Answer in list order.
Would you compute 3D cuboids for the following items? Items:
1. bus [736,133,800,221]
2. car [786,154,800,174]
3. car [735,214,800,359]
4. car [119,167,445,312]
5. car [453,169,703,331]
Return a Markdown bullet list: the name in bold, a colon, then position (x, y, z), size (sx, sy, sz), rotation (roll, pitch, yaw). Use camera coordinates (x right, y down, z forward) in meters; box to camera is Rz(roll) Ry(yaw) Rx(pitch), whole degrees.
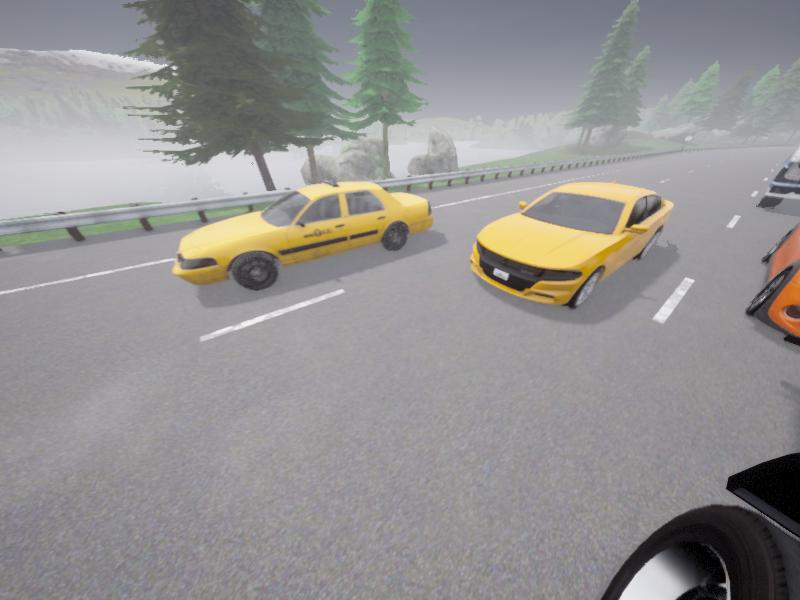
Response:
- **bus**: position (17.356, -5.698, 8.147), size (10.273, 4.253, 3.944), rotation (-22, 41, -28)
- **car**: position (30.465, -10.145, 16.577), size (4.611, 1.667, 2.242), rotation (-22, 41, -28)
- **car**: position (7.046, -0.516, 3.020), size (4.553, 1.767, 2.097), rotation (-22, 41, -28)
- **car**: position (-1.677, -1.777, 5.068), size (5.366, 1.575, 1.801), rotation (-22, 41, -28)
- **car**: position (3.614, -1.469, 4.621), size (5.008, 1.535, 1.882), rotation (-22, 41, -28)
